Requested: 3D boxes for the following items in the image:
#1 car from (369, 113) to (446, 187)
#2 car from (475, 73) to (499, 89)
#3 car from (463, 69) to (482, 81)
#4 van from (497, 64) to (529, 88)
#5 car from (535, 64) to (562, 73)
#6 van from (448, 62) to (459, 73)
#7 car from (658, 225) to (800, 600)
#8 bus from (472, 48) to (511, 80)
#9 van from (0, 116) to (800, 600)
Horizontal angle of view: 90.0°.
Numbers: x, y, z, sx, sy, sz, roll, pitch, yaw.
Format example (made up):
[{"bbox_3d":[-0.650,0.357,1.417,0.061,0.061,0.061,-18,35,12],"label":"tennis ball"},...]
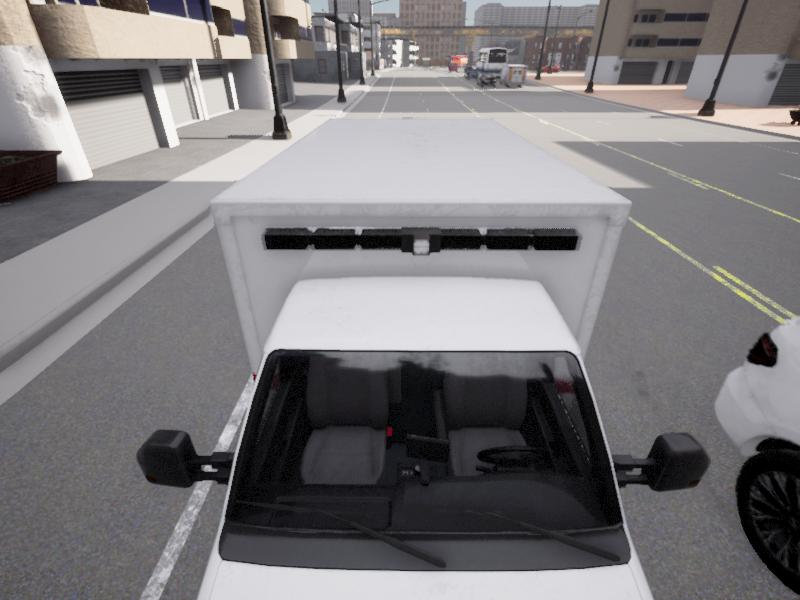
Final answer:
[{"bbox_3d":[0.223,-5.220,13.471,2.128,1.511,4.902,0,30,0],"label":"car"},{"bbox_3d":[11.133,-28.310,51.584,2.128,1.511,4.902,0,32,0],"label":"car"},{"bbox_3d":[11.256,-35.350,62.733,2.033,1.411,5.357,0,32,0],"label":"car"},{"bbox_3d":[14.646,-29.377,52.346,2.351,2.431,6.366,0,32,0],"label":"van"},{"bbox_3d":[31.658,-49.424,85.468,4.611,1.667,2.242,1,31,2],"label":"car"},{"bbox_3d":[11.586,-50.735,87.202,1.775,1.987,4.442,1,31,2],"label":"van"},{"bbox_3d":[3.601,1.744,1.008,2.150,2.045,5.566,0,30,0],"label":"car"},{"bbox_3d":[14.667,-38.522,65.102,3.944,4.253,10.273,0,32,0],"label":"bus"},{"bbox_3d":[0.115,0.014,3.606,2.351,2.431,6.366,0,30,0],"label":"van"}]
